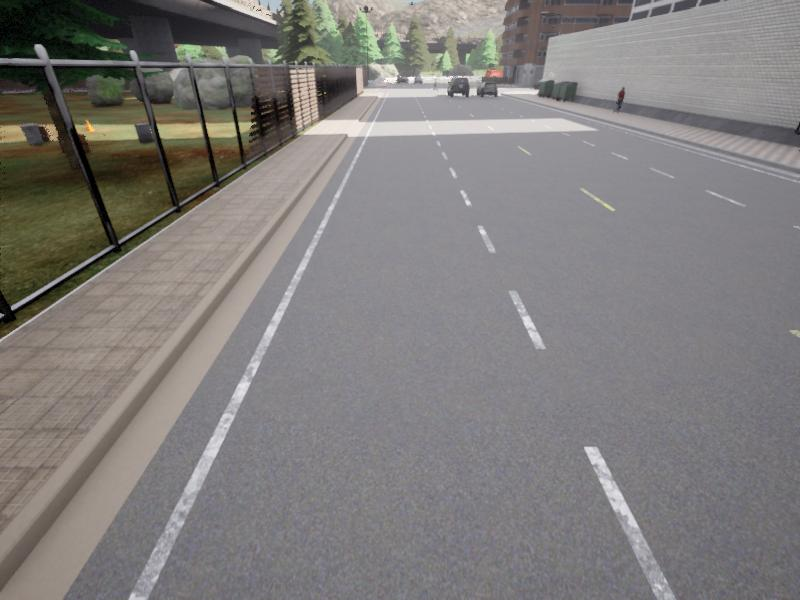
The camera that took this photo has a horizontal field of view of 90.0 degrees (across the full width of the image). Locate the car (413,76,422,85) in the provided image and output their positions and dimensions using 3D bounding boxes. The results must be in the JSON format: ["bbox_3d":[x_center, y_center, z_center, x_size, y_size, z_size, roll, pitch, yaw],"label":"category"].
[{"bbox_3d":[3.704,-46.275,84.306,1.816,1.474,4.193,0,30,0],"label":"car"}]

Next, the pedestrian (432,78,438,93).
[{"bbox_3d":[4.998,-30.512,56.838,0.751,1.860,0.751,1,30,1],"label":"pedestrian"}]

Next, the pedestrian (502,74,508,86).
[{"bbox_3d":[19.811,-41.538,75.531,0.751,1.860,0.751,6,31,11],"label":"pedestrian"}]

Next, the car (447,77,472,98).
[{"bbox_3d":[7.090,-25.852,48.567,2.150,2.045,5.566,0,30,0],"label":"car"}]

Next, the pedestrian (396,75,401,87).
[{"bbox_3d":[-0.274,-39.934,72.973,0.751,1.860,0.751,-5,30,-8],"label":"pedestrian"}]

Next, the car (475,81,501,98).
[{"bbox_3d":[10.589,-25.638,48.600,2.033,1.649,4.856,0,30,0],"label":"car"}]

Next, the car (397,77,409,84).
[{"bbox_3d":[0.668,-48.350,88.057,1.895,1.301,4.718,4,30,7],"label":"car"}]

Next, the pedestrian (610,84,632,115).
[{"bbox_3d":[15.592,-14.168,28.275,0.751,1.860,0.751,2,30,3],"label":"pedestrian"}]
